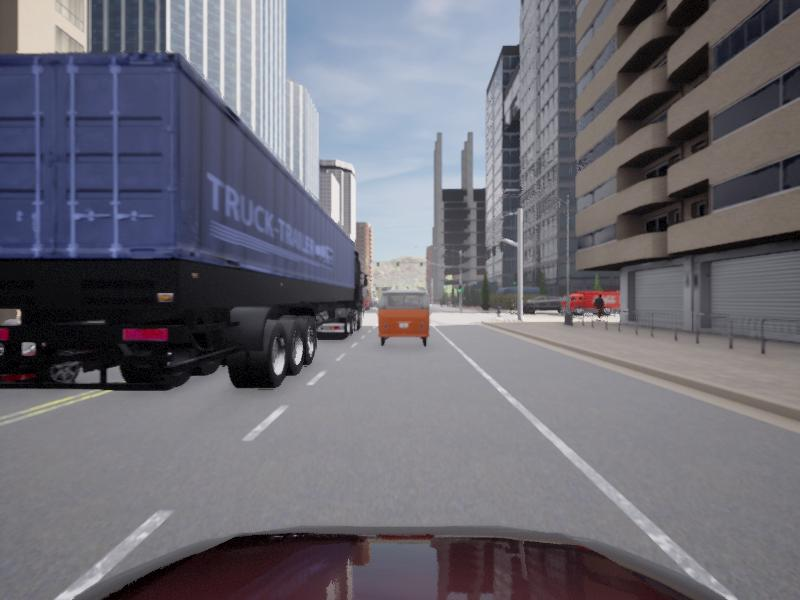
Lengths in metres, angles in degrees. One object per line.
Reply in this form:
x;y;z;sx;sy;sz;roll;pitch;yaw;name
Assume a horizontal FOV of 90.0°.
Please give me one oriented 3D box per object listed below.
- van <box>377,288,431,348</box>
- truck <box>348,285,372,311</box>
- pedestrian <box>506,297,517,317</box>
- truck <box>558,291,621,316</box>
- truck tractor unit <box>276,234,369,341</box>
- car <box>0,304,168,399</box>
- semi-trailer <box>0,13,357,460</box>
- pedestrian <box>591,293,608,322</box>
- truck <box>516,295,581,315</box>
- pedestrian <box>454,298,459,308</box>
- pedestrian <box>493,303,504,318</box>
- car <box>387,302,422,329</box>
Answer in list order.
0.151;0.598;15.373;1.775;1.987;4.442;0;0;1;van
-6.239;-0.321;63.207;2.891;3.827;8.468;0;0;1;truck
10.619;0.640;38.011;0.751;1.860;0.751;0;0;-14;pedestrian
19.214;0.361;40.723;5.204;2.467;2.627;0;0;1;truck
-3.301;-0.523;18.994;3.053;4.208;6.516;0;0;1;truck tractor unit
-6.936;0.852;8.353;1.970;1.475;3.806;0;0;1;car
-3.395;-0.618;11.082;2.717;4.402;14.254;0;0;1;semi-trailer
13.072;0.486;26.202;0.751;1.860;0.751;0;0;-35;pedestrian
16.355;0.546;44.303;6.274;2.098;2.390;0;0;2;truck
10.695;0.488;75.565;0.751;1.860;0.751;0;0;-25;pedestrian
8.616;0.919;35.002;0.751;1.300;0.751;0;0;-1;pedestrian
0.373;0.870;24.253;1.812;1.442;4.674;0;0;4;car
